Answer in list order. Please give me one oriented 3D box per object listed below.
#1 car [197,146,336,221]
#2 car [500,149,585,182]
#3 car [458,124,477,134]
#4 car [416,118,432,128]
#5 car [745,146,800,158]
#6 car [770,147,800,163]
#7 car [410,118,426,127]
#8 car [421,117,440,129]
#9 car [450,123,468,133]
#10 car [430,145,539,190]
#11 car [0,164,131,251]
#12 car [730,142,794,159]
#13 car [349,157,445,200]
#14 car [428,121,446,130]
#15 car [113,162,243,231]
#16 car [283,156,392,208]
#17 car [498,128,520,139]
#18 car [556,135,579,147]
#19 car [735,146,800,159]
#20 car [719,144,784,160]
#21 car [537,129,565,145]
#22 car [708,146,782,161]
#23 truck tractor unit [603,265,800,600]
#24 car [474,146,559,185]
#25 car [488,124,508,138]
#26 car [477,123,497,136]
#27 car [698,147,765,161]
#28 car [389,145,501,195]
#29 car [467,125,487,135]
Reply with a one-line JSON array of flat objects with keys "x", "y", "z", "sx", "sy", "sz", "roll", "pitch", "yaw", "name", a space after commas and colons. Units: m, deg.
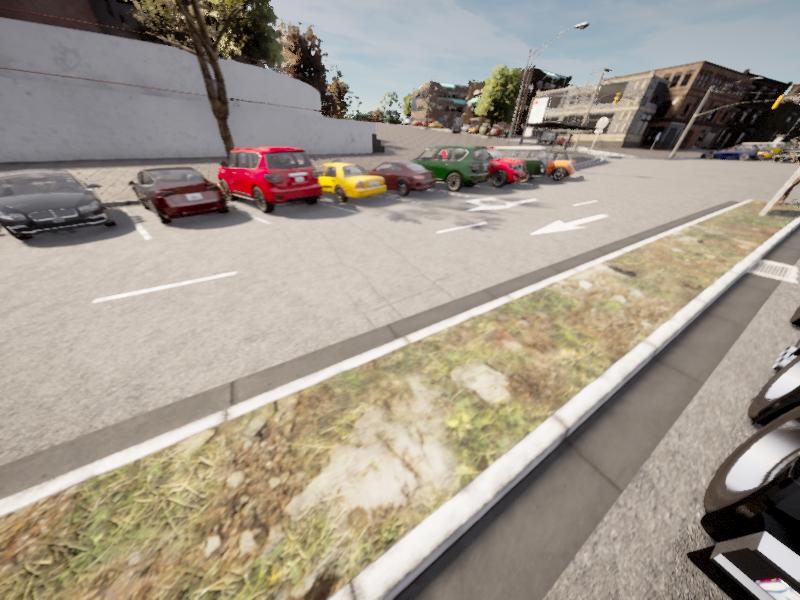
[{"x": -5.510, "y": -5.057, "z": 9.466, "sx": 5.566, "sy": 2.045, "sz": 2.435, "roll": 25, "pitch": 42, "yaw": 32, "name": "car"}, {"x": 10.220, "y": -9.949, "z": 16.881, "sx": 4.553, "sy": 1.767, "sz": 2.185, "roll": 26, "pitch": 42, "yaw": 33, "name": "car"}, {"x": 15.915, "y": -40.137, "z": 54.246, "sx": 2.002, "sy": 1.452, "sz": 4.674, "roll": 31, "pitch": 44, "yaw": 28, "name": "car"}, {"x": 6.876, "y": -50.583, "z": 66.018, "sx": 2.185, "sy": 1.767, "sz": 4.553, "roll": 30, "pitch": 43, "yaw": 28, "name": "car"}, {"x": 57.877, "y": -22.950, "z": 35.828, "sx": 2.002, "sy": 1.452, "sz": 4.674, "roll": -28, "pitch": 43, "yaw": -34, "name": "car"}, {"x": 48.084, "y": -17.576, "z": 27.962, "sx": 4.902, "sy": 1.511, "sz": 2.128, "roll": -14, "pitch": 37, "yaw": -20, "name": "car"}, {"x": 5.390, "y": -52.279, "z": 68.033, "sx": 2.185, "sy": 1.767, "sz": 4.553, "roll": 28, "pitch": 42, "yaw": 29, "name": "car"}, {"x": 8.427, "y": -48.952, "z": 63.953, "sx": 2.435, "sy": 2.045, "sz": 5.566, "roll": 30, "pitch": 44, "yaw": 27, "name": "car"}, {"x": 14.416, "y": -41.862, "z": 56.233, "sx": 2.002, "sy": 1.452, "sz": 4.674, "roll": 31, "pitch": 44, "yaw": 28, "name": "car"}, {"x": 4.970, "y": -8.403, "z": 14.383, "sx": 5.566, "sy": 2.045, "sz": 2.435, "roll": 25, "pitch": 41, "yaw": 32, "name": "car"}, {"x": -10.686, "y": -3.152, "z": 7.121, "sx": 4.892, "sy": 1.521, "sz": 2.231, "roll": 25, "pitch": 41, "yaw": 32, "name": "car"}, {"x": 52.414, "y": -21.777, "z": 33.637, "sx": 1.878, "sy": 1.987, "sz": 4.442, "roll": -28, "pitch": 43, "yaw": -35, "name": "car"}, {"x": -0.279, "y": -6.490, "z": 12.088, "sx": 4.674, "sy": 1.452, "sz": 2.002, "roll": 25, "pitch": 42, "yaw": 32, "name": "car"}, {"x": 10.052, "y": -47.132, "z": 62.266, "sx": 1.946, "sy": 1.575, "sz": 5.366, "roll": 30, "pitch": 44, "yaw": 28, "name": "car"}, {"x": -8.111, "y": -3.980, "z": 8.383, "sx": 4.792, "sy": 1.488, "sz": 2.163, "roll": 25, "pitch": 42, "yaw": 32, "name": "car"}, {"x": -3.028, "y": -5.752, "z": 10.930, "sx": 5.366, "sy": 1.575, "sz": 1.946, "roll": 25, "pitch": 42, "yaw": 32, "name": "car"}, {"x": 21.833, "y": -33.256, "z": 46.247, "sx": 2.231, "sy": 1.521, "sz": 4.892, "roll": 31, "pitch": 44, "yaw": 28, "name": "car"}, {"x": 27.760, "y": -26.326, "z": 38.314, "sx": 2.002, "sy": 1.452, "sz": 4.674, "roll": 31, "pitch": 44, "yaw": 28, "name": "car"}, {"x": 55.098, "y": -22.318, "z": 34.833, "sx": 2.231, "sy": 1.521, "sz": 4.892, "roll": -28, "pitch": 43, "yaw": -35, "name": "car"}, {"x": 49.549, "y": -21.062, "z": 32.769, "sx": 2.185, "sy": 1.767, "sz": 4.553, "roll": -28, "pitch": 43, "yaw": -36, "name": "car"}, {"x": 26.314, "y": -28.291, "z": 40.141, "sx": 2.435, "sy": 2.045, "sz": 5.566, "roll": 31, "pitch": 44, "yaw": 28, "name": "car"}, {"x": 46.947, "y": -20.175, "z": 31.684, "sx": 1.946, "sy": 1.575, "sz": 5.366, "roll": -29, "pitch": 43, "yaw": -36, "name": "car"}, {"x": 5.109, "y": -0.300, "z": 0.791, "sx": 6.516, "sy": 4.208, "sz": 3.053, "roll": -18, "pitch": 38, "yaw": -24, "name": "truck tractor unit"}, {"x": 7.656, "y": -9.181, "z": 15.572, "sx": 4.442, "sy": 1.987, "sz": 1.878, "roll": 26, "pitch": 41, "yaw": 33, "name": "car"}, {"x": 20.308, "y": -35.110, "z": 48.025, "sx": 1.878, "sy": 1.987, "sz": 4.442, "roll": 31, "pitch": 44, "yaw": 28, "name": "car"}, {"x": 18.823, "y": -36.839, "z": 50.020, "sx": 1.878, "sy": 1.987, "sz": 4.442, "roll": 31, "pitch": 44, "yaw": 28, "name": "car"}, {"x": 44.034, "y": -19.612, "z": 30.929, "sx": 2.163, "sy": 1.488, "sz": 4.792, "roll": -30, "pitch": 44, "yaw": -36, "name": "car"}, {"x": 2.306, "y": -7.583, "z": 13.178, "sx": 5.566, "sy": 2.045, "sz": 2.435, "roll": 25, "pitch": 42, "yaw": 32, "name": "car"}, {"x": 17.516, "y": -38.522, "z": 52.343, "sx": 1.946, "sy": 1.575, "sz": 5.366, "roll": 31, "pitch": 44, "yaw": 28, "name": "car"}]
